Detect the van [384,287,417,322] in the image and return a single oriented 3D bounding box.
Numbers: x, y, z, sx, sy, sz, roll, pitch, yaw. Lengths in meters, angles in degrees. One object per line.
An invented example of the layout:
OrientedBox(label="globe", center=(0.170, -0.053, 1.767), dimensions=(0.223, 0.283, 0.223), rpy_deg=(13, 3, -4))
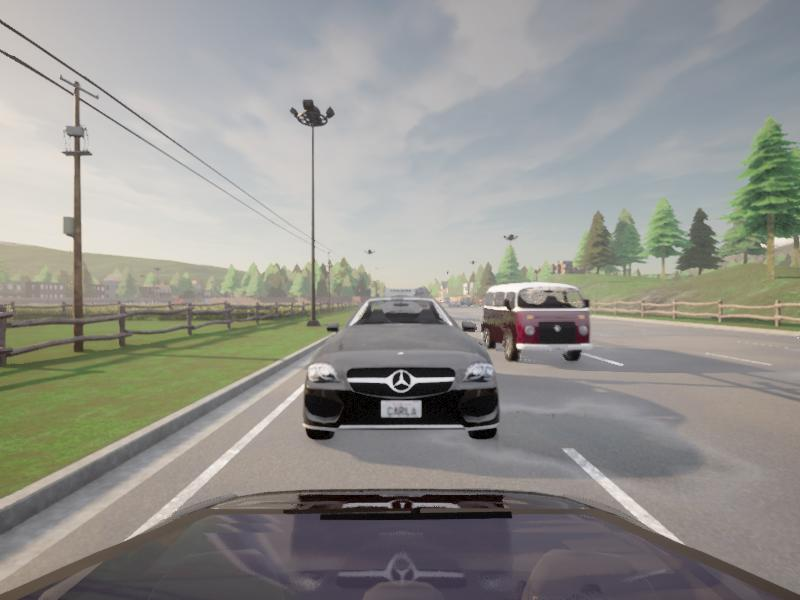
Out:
OrientedBox(label="van", center=(0.039, 0.334, 31.457), dimensions=(2.351, 2.431, 6.366), rpy_deg=(0, 0, 0))

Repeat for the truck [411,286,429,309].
OrientedBox(label="truck", center=(3.585, -0.421, 73.291), dimensions=(2.891, 3.827, 8.468), rpy_deg=(0, 0, 0))

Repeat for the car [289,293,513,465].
OrientedBox(label="car", center=(0.014, 0.761, 6.378), dimensions=(2.152, 1.651, 5.027), rpy_deg=(0, 0, 0))

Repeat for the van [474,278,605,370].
OrientedBox(label="van", center=(3.515, 0.534, 11.130), dimensions=(2.069, 2.038, 4.480), rpy_deg=(0, 0, 0))

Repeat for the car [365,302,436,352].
OrientedBox(label="car", center=(0.021, 0.824, 14.566), dimensions=(2.163, 1.488, 4.792), rpy_deg=(0, 0, 0))
